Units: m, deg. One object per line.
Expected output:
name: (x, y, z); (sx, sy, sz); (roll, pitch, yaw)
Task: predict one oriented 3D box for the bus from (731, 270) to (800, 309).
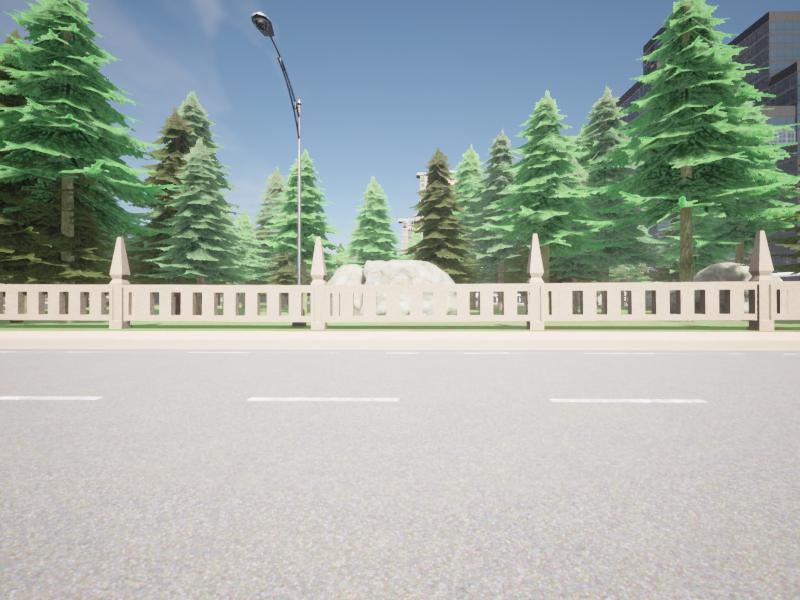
bus: (45.816, -1.134, 47.963); (3.944, 4.253, 10.273); (0, 0, 1)
